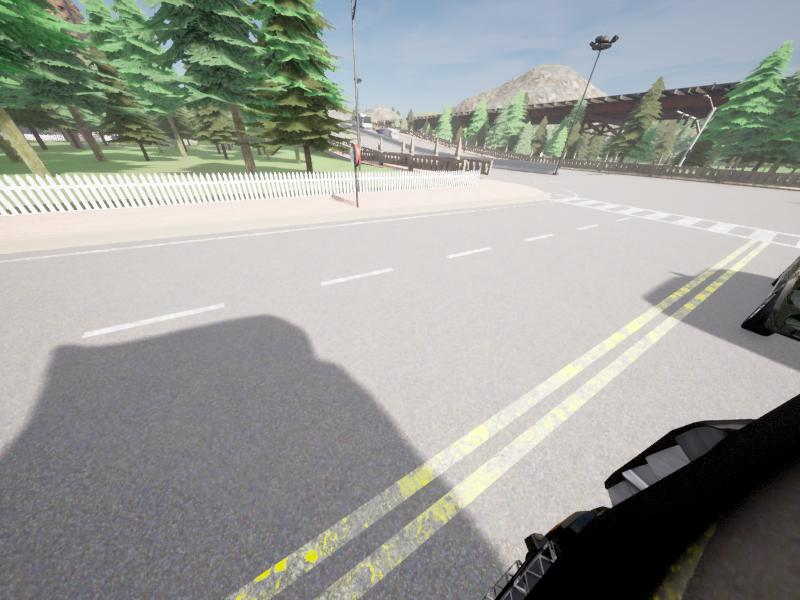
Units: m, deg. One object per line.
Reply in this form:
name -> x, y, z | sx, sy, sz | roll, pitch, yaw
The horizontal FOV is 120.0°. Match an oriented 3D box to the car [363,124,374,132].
car -> -10.651, -57.854, 77.594 | 1.816, 1.474, 4.193 | -17, 46, -27

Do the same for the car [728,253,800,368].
car -> 7.415, -0.203, 3.200 | 4.553, 1.767, 2.097 | -16, 38, -26

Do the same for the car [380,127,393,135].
car -> -4.391, -54.993, 75.225 | 2.163, 1.488, 4.792 | -17, 46, -27

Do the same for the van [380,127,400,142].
van -> -2.740, -44.869, 62.583 | 2.351, 2.431, 6.366 | -17, 46, -27

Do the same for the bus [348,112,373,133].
bus -> -12.637, -56.891, 73.917 | 3.944, 4.253, 10.273 | -17, 46, -27

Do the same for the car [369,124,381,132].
car -> -8.883, -60.181, 80.645 | 1.801, 1.575, 5.366 | -17, 46, -27

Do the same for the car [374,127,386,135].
car -> -6.316, -52.877, 72.348 | 1.816, 1.474, 4.193 | -17, 46, -27
